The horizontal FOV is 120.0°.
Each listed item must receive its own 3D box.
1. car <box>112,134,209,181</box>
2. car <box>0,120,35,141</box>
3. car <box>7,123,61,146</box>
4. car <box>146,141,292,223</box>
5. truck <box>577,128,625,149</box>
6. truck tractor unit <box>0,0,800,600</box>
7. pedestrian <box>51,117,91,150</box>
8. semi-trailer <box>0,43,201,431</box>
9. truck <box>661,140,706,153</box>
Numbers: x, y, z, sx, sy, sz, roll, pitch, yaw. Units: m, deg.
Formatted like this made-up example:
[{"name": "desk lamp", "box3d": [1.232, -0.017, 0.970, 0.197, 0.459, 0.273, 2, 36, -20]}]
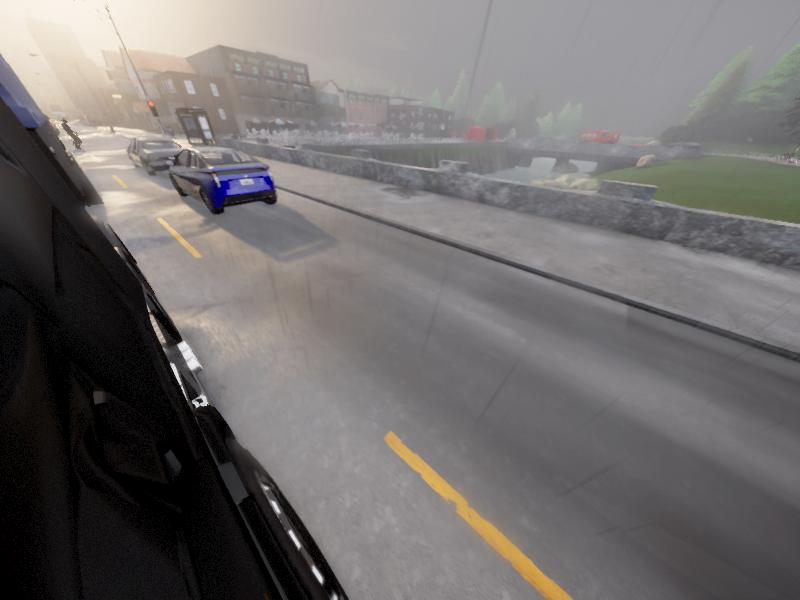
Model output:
[{"name": "car", "box3d": [-11.755, -7.107, 11.281, 5.357, 1.411, 2.033, 28, 44, 30]}, {"name": "car", "box3d": [-36.033, -14.854, 20.191, 1.994, 1.385, 4.181, -4, 37, -9]}, {"name": "car", "box3d": [-30.400, -13.881, 19.296, 4.718, 1.301, 1.895, 28, 44, 30]}, {"name": "car", "box3d": [-5.761, -3.978, 7.345, 4.514, 1.525, 2.007, 28, 44, 30]}, {"name": "truck", "box3d": [51.676, -41.819, 59.714, 8.468, 3.827, 2.891, 28, 44, 30]}, {"name": "truck tractor unit", "box3d": [-2.645, -0.295, 0.352, 6.516, 4.208, 3.053, 28, 44, 30]}, {"name": "pedestrian", "box3d": [-23.327, -11.804, 16.432, 0.751, 1.860, 0.751, -27, 46, -33]}, {"name": "semi-trailer", "box3d": [-8.697, -3.601, 4.238, 14.254, 4.402, 2.717, 28, 44, 30]}, {"name": "truck", "box3d": [66.692, -36.245, 54.614, 6.274, 2.098, 2.390, 28, 44, 30]}]
